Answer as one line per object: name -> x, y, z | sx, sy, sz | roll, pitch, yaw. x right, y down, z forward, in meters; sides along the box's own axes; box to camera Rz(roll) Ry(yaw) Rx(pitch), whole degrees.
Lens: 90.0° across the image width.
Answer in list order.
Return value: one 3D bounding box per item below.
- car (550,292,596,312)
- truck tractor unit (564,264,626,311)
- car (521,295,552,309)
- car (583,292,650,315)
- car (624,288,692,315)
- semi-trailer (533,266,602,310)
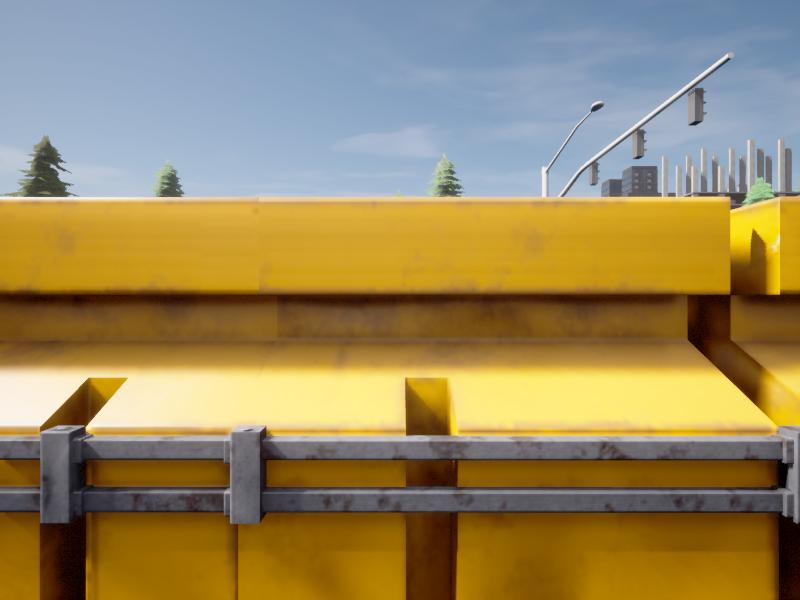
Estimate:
car -> 15.170, 0.168, 35.364 | 1.930, 1.638, 5.238 | 0, 0, 2
truck tractor unit -> 18.799, -1.119, 39.152 | 3.053, 4.208, 6.516 | 0, 0, 2
car -> 15.494, 0.222, 45.676 | 2.038, 1.542, 4.974 | 0, 0, 1
car -> 14.937, 0.233, 27.992 | 2.128, 1.511, 4.902 | 0, 0, 2
car -> 18.474, 0.091, 28.975 | 2.097, 1.767, 4.553 | 0, 0, 2
semi-trailer -> 19.115, -1.221, 47.057 | 2.717, 4.402, 14.254 | 0, 0, 2
